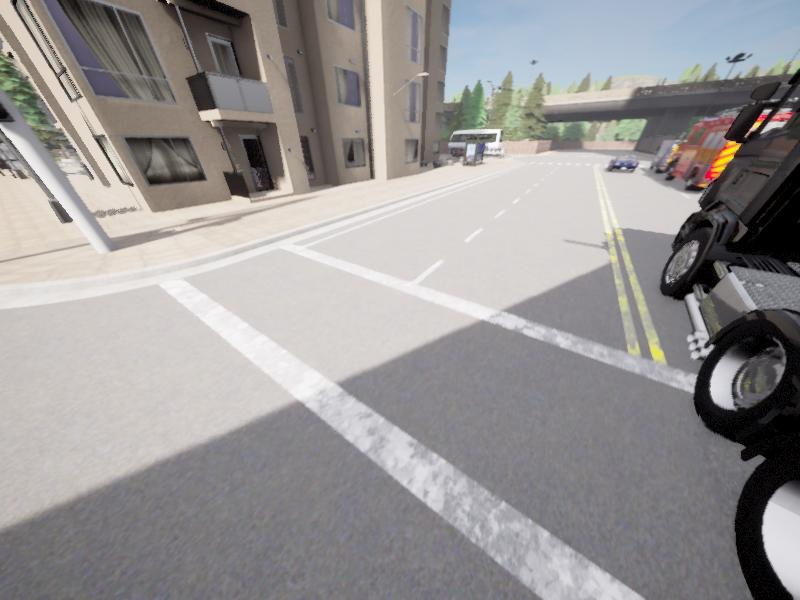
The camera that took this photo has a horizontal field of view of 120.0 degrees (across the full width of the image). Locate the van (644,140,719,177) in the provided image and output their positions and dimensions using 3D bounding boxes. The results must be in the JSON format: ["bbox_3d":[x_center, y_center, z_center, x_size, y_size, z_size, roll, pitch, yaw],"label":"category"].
[{"bbox_3d":[24.505,-12.755,20.556,2.351,2.431,6.366,21,39,28],"label":"van"}]

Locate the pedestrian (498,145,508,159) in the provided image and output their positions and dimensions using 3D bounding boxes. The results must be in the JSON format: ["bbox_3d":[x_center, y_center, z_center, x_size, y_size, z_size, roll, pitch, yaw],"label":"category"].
[{"bbox_3d":[16.401,-23.615,36.957,0.751,1.860,0.751,-13,36,-17],"label":"pedestrian"}]

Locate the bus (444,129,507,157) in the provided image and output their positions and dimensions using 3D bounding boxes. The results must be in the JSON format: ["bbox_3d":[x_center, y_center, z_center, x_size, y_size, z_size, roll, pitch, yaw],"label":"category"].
[{"bbox_3d":[14.394,-30.511,45.035,10.273,4.253,3.944,21,39,28],"label":"bus"}]

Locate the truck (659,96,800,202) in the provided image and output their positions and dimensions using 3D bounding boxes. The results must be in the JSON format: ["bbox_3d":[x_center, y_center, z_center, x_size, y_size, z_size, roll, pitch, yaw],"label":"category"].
[{"bbox_3d":[18.822,-8.592,13.228,2.891,3.827,8.468,21,39,28],"label":"truck"}]

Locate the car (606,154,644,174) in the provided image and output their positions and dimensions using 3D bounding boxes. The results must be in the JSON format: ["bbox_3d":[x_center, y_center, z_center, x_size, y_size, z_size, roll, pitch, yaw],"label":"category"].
[{"bbox_3d":[21.072,-12.934,21.850,1.895,1.301,4.718,21,39,28],"label":"car"}]

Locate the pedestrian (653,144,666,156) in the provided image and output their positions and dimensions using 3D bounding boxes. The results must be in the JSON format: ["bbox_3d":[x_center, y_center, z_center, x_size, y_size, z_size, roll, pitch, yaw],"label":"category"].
[{"bbox_3d":[46.499,-26.882,41.377,0.751,1.860,0.751,21,39,28],"label":"pedestrian"}]

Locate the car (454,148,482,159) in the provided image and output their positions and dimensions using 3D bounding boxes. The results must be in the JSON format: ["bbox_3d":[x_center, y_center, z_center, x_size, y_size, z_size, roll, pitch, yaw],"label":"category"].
[{"bbox_3d":[11.785,-25.597,40.292,4.193,1.474,1.816,20,39,27],"label":"car"}]

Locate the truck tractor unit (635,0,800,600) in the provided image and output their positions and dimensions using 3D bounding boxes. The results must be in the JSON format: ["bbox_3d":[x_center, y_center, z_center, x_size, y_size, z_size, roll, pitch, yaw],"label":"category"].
[{"bbox_3d":[4.620,-0.622,1.247,3.053,4.208,6.516,24,41,31],"label":"truck tractor unit"}]
